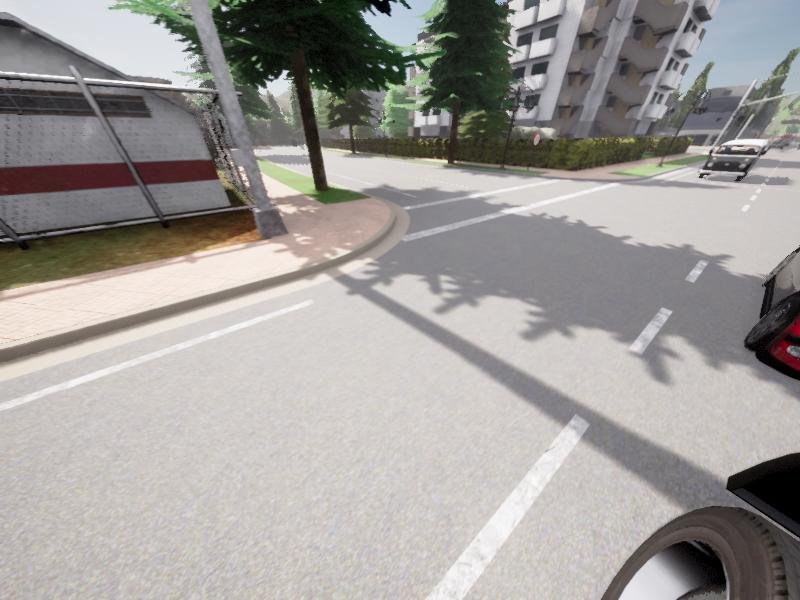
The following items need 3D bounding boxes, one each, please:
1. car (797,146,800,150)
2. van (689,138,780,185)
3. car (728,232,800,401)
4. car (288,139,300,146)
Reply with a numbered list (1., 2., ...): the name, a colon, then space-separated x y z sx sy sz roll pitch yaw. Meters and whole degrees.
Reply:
1. car: 76.356 -28.971 42.840 4.553 1.767 2.097 -22 41 -28
2. van: 20.358 -8.548 14.086 4.480 2.038 2.069 -23 41 -27
3. car: 5.973 0.033 2.534 3.806 1.475 1.970 -23 41 -28
4. car: -34.020 -50.641 74.288 1.905 1.878 3.866 -2 35 -2
